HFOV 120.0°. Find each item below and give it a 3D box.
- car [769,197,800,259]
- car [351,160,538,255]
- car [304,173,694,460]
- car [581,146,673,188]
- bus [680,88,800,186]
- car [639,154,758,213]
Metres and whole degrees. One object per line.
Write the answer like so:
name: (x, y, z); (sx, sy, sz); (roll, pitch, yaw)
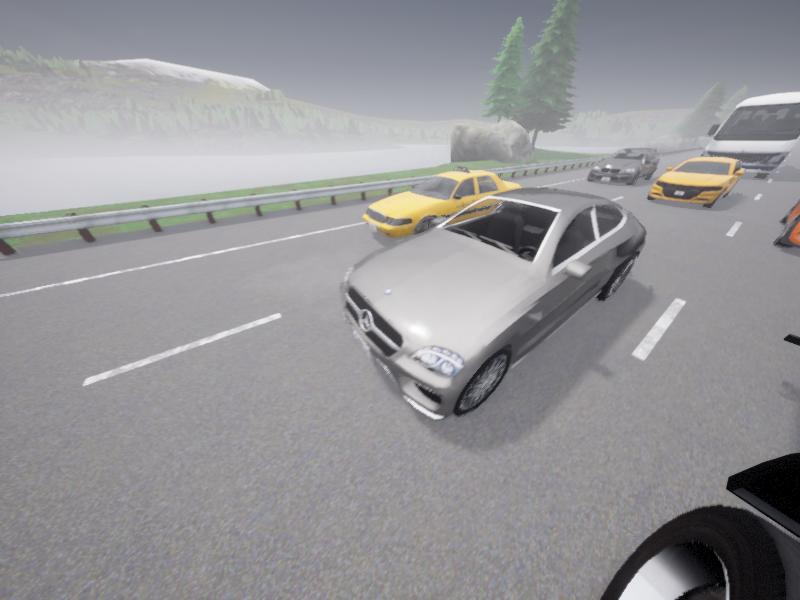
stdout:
car: (10.988, -2.082, 5.186); (4.553, 1.767, 2.097); (-22, 40, -28)
car: (1.501, -3.025, 6.840); (5.366, 1.575, 1.801); (-22, 41, -28)
car: (1.642, -0.641, 3.411); (5.027, 1.651, 2.152); (-22, 41, -28)
car: (13.190, -7.852, 13.467); (4.611, 1.667, 2.242); (-23, 41, -28)
bus: (24.252, -10.905, 15.403); (10.273, 4.253, 3.944); (-23, 41, -27)
car: (12.351, -4.993, 9.532); (5.008, 1.535, 1.882); (-22, 40, -28)
